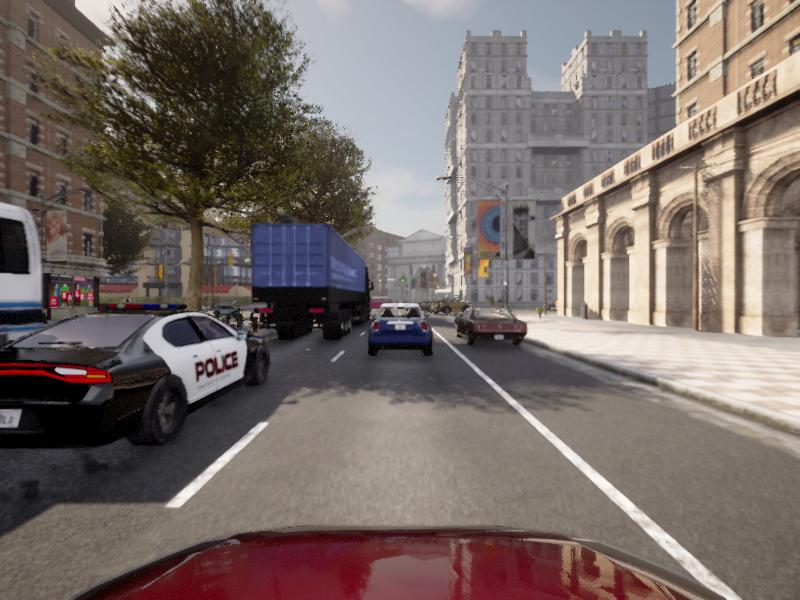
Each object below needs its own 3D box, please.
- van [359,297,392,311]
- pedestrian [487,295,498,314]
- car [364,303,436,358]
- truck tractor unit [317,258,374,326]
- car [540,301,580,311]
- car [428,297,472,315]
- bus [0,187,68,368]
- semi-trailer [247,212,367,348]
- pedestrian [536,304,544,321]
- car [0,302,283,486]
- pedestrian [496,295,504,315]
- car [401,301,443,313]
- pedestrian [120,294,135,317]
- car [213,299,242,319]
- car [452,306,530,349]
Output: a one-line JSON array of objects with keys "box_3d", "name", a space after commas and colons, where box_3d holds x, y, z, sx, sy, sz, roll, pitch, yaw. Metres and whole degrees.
[{"box_3d": [-3.342, 0.574, 55.739, 4.442, 1.987, 1.775, 0, 0, 0], "name": "van"}, {"box_3d": [9.061, 0.468, 39.168, 0.751, 1.860, 0.751, 0, 0, -15], "name": "pedestrian"}, {"box_3d": [0.003, 0.848, 12.898, 1.970, 1.475, 3.806, 0, 0, 0], "name": "car"}, {"box_3d": [-3.570, -0.533, 27.982, 3.053, 4.208, 6.516, 0, 0, 1], "name": "truck tractor unit"}, {"box_3d": [22.328, 0.820, 55.877, 4.892, 1.490, 1.837, 0, 0, 0], "name": "car"}, {"box_3d": [5.426, 0.634, 43.022, 4.605, 1.855, 1.932, 0, -1, -36], "name": "car"}, {"box_3d": [-11.378, -0.536, 6.185, 3.944, 4.253, 10.273, 0, 0, 0], "name": "bus"}, {"box_3d": [-3.591, -0.626, 20.070, 2.717, 4.402, 14.254, 0, 0, 0], "name": "semi-trailer"}, {"box_3d": [9.449, 0.853, 27.009, 0.500, 1.100, 0.500, 0, 0, 12], "name": "pedestrian"}, {"box_3d": [-3.499, 0.826, 5.952, 2.038, 1.542, 4.974, 0, 0, 0], "name": "car"}, {"box_3d": [9.556, 0.468, 38.280, 0.751, 1.860, 0.751, 0, 0, 10], "name": "pedestrian"}, {"box_3d": [2.720, 0.822, 50.102, 4.892, 1.490, 1.837, 0, 0, -16], "name": "car"}, {"box_3d": [-22.662, 0.470, 33.261, 0.751, 1.860, 0.751, 0, 0, -10], "name": "pedestrian"}, {"box_3d": [-15.543, 0.761, 36.222, 2.033, 1.649, 4.856, 1, 0, -19], "name": "car"}, {"box_3d": [3.251, 0.932, 15.340, 1.895, 1.301, 4.718, 0, 0, 0], "name": "car"}]
